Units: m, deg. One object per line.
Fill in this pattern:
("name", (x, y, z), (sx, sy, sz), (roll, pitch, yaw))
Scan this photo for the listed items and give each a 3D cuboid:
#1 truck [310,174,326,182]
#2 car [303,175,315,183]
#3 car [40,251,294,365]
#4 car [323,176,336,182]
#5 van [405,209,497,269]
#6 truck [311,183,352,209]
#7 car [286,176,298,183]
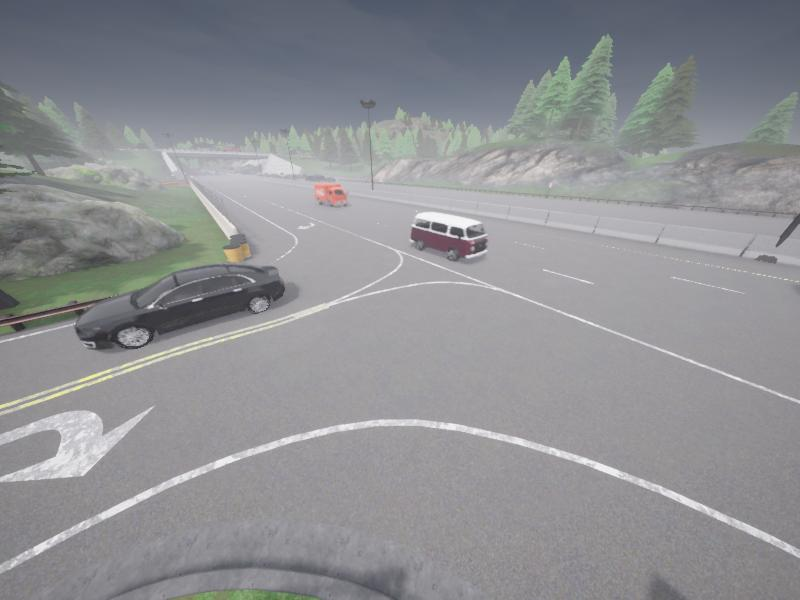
("truck", (-27.099, -40.082, 75.927), (2.390, 2.098, 6.274), (-23, 37, -34))
("car", (-28.706, -38.223, 72.938), (1.905, 1.878, 3.866), (-23, 37, -34))
("car", (-6.255, -0.168, 7.181), (4.892, 1.490, 1.837), (-22, 37, -38))
("car", (-23.545, -40.406, 77.147), (2.128, 1.511, 4.902), (-23, 37, -34))
("van", (2.544, -3.562, 12.740), (2.069, 2.038, 4.480), (-23, 37, -34))
("truck", (-8.510, -12.993, 28.639), (2.627, 2.467, 5.204), (-23, 37, -34))
("car", (-34.845, -38.999, 74.611), (1.801, 1.575, 5.366), (-23, 37, -34))
